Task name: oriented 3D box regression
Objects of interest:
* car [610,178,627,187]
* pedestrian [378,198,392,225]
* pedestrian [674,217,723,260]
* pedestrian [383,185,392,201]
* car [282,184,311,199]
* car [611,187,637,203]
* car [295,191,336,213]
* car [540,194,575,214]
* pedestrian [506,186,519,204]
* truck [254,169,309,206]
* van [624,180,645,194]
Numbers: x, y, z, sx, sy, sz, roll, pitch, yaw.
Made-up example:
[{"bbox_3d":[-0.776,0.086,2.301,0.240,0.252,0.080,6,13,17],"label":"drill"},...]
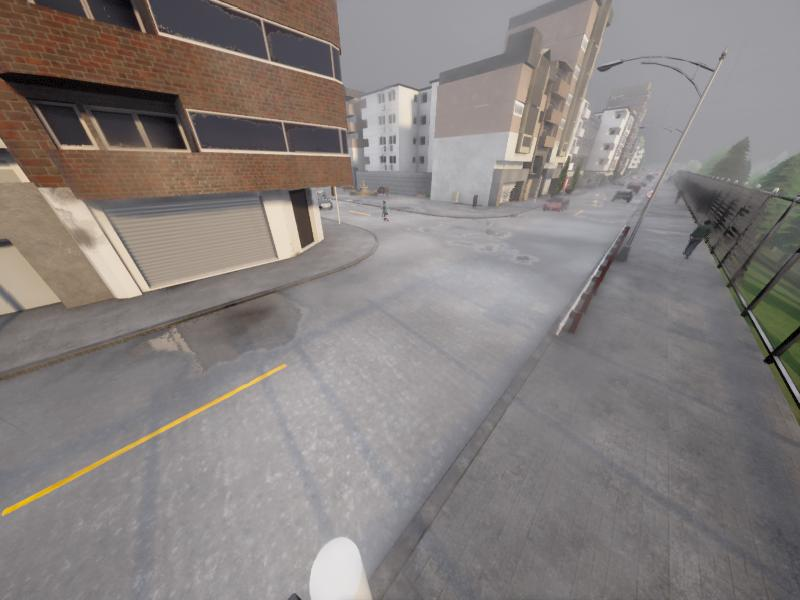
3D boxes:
[{"bbox_3d":[52.141,-28.057,55.022,4.553,1.767,2.097,-27,39,-38],"label":"car"},{"bbox_3d":[-1.190,-7.132,18.659,0.751,1.860,0.751,-19,35,-29],"label":"pedestrian"},{"bbox_3d":[14.530,-3.016,11.321,0.751,1.860,0.751,26,39,37],"label":"pedestrian"},{"bbox_3d":[-1.674,-14.324,30.935,0.751,1.860,0.751,24,38,35],"label":"pedestrian"},{"bbox_3d":[-16.209,-17.071,36.141,5.238,1.638,1.930,27,39,38],"label":"car"},{"bbox_3d":[30.911,-14.493,31.813,4.892,1.490,1.837,-27,39,-38],"label":"car"},{"bbox_3d":[-9.329,-10.849,25.377,2.033,1.649,4.856,-26,39,-37],"label":"car"},{"bbox_3d":[16.497,-10.128,24.225,3.633,1.501,1.845,-27,39,-38],"label":"car"},{"bbox_3d":[13.915,-13.017,28.645,0.751,1.860,0.751,-22,36,-33],"label":"pedestrian"},{"bbox_3d":[-15.597,-14.898,30.195,2.891,3.827,8.468,-26,39,-38],"label":"truck"},{"bbox_3d":[41.492,-19.992,40.854,4.442,1.987,1.775,-27,39,-38],"label":"van"}]
